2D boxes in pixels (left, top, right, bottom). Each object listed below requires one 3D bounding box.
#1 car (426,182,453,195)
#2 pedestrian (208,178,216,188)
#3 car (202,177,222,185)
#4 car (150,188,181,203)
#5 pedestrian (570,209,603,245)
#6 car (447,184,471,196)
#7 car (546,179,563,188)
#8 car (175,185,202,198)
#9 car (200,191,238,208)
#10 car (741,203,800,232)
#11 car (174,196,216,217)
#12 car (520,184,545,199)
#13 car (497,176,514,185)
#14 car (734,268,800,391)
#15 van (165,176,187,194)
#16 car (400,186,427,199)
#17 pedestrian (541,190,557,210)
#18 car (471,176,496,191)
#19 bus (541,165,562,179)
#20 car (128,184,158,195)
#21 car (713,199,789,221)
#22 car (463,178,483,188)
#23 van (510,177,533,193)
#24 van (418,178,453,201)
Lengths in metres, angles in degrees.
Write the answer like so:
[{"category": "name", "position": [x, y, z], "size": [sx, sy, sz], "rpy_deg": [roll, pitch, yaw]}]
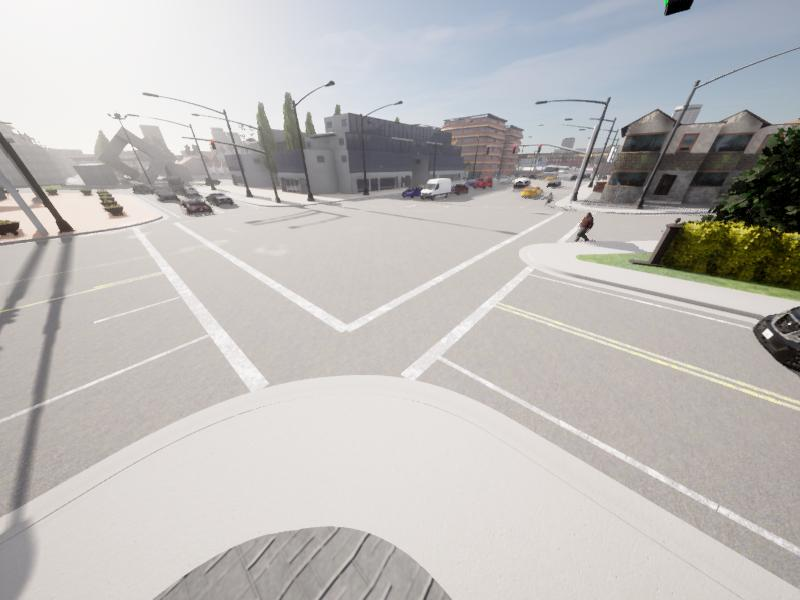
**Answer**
[{"category": "car", "position": [6.939, -19.534, 40.281], "size": [1.930, 1.638, 5.238], "rpy_deg": [23, 38, 34]}, {"category": "pedestrian", "position": [-40.734, -25.294, 49.918], "size": [0.751, 1.860, 0.751], "rpy_deg": [-22, 37, -33]}, {"category": "car", "position": [-48.884, -31.001, 60.135], "size": [1.905, 1.878, 3.866], "rpy_deg": [0, 30, 0]}, {"category": "car", "position": [-32.370, -14.498, 31.885], "size": [5.008, 1.535, 1.882], "rpy_deg": [23, 37, 34]}, {"category": "pedestrian", "position": [10.811, -4.269, 13.492], "size": [0.751, 1.860, 0.751], "rpy_deg": [7, 31, 12]}, {"category": "car", "position": [9.896, -18.442, 38.570], "size": [1.812, 1.442, 4.674], "rpy_deg": [23, 38, 34]}, {"category": "car", "position": [30.827, -23.215, 46.034], "size": [1.895, 1.301, 4.718], "rpy_deg": [23, 39, 34]}, {"category": "car", "position": [-33.734, -17.334, 36.881], "size": [4.514, 1.525, 2.007], "rpy_deg": [23, 37, 34]}, {"category": "car", "position": [-22.542, -12.571, 28.677], "size": [5.357, 1.411, 2.033], "rpy_deg": [23, 37, 34]}, {"category": "car", "position": [30.476, -6.367, 17.738], "size": [5.027, 1.651, 2.152], "rpy_deg": [-3, 30, -5]}, {"category": "car", "position": [-20.880, -9.563, 23.503], "size": [4.181, 1.385, 1.994], "rpy_deg": [23, 37, 34]}, {"category": "car", "position": [20.104, -16.525, 35.041], "size": [1.882, 1.535, 5.008], "rpy_deg": [23, 38, 34]}, {"category": "car", "position": [24.484, -27.719, 53.557], "size": [1.812, 1.442, 4.674], "rpy_deg": [23, 38, 34]}, {"category": "car", "position": [11.029, 1.380, 3.861], "size": [5.566, 2.045, 2.150], "rpy_deg": [22, 37, 35]}, {"category": "van", "position": [-41.490, -21.464, 42.906], "size": [1.988, 2.561, 5.915], "rpy_deg": [-21, 36, -32]}, {"category": "car", "position": [2.081, -16.512, 35.329], "size": [1.816, 1.474, 4.193], "rpy_deg": [22, 37, 34]}, {"category": "pedestrian", "position": [16.338, -10.954, 25.306], "size": [0.751, 1.860, 0.751], "rpy_deg": [1, 30, 3]}, {"category": "car", "position": [16.317, -22.770, 45.071], "size": [2.150, 2.045, 5.566], "rpy_deg": [23, 39, 34]}, {"category": "bus", "position": [56.629, -47.813, 86.253], "size": [3.944, 4.253, 10.273], "rpy_deg": [23, 36, 34]}, {"category": "car", "position": [-44.647, -19.229, 40.131], "size": [4.193, 1.474, 1.816], "rpy_deg": [14, 33, 23]}, {"category": "car", "position": [31.580, -8.142, 20.884], "size": [3.633, 1.501, 1.845], "rpy_deg": [-3, 30, -5]}, {"category": "car", "position": [15.473, -24.850, 49.036], "size": [1.882, 1.535, 5.008], "rpy_deg": [23, 39, 34]}, {"category": "van", "position": [21.767, -20.591, 41.304], "size": [2.069, 2.038, 4.480], "rpy_deg": [23, 39, 34]}, {"category": "van", "position": [5.242, -16.134, 33.595], "size": [1.988, 2.561, 5.915], "rpy_deg": [23, 37, 34]}]
